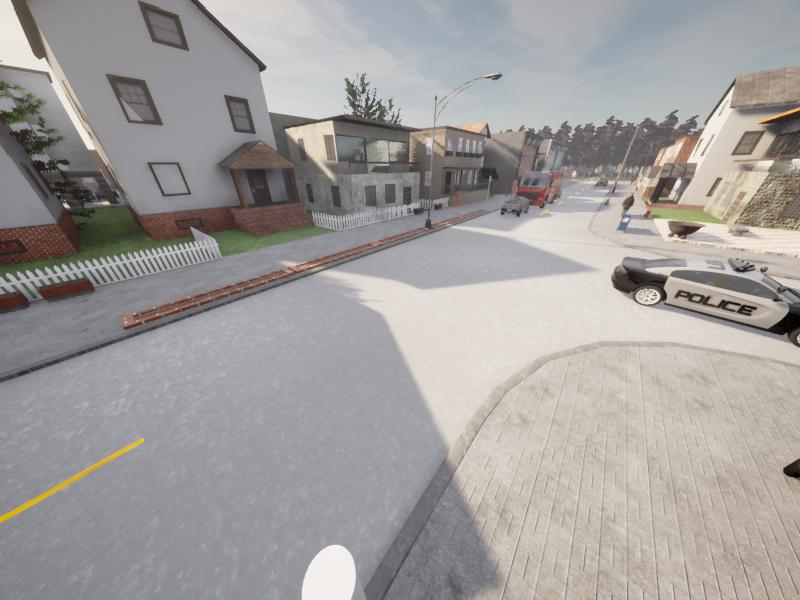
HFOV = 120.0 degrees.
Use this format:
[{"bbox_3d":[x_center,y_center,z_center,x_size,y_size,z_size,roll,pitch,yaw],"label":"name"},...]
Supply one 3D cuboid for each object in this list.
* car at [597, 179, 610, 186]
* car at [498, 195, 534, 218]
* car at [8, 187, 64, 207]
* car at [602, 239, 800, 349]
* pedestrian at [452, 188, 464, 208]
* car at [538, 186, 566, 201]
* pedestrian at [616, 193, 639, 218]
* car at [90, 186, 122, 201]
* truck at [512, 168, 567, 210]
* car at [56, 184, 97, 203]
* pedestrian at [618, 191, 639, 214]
[{"bbox_3d":[50.640,-29.373,57.513,1.994,1.385,4.181,23,37,34],"label":"car"},{"bbox_3d":[11.108,-9.025,22.085,1.789,1.549,3.705,23,37,34],"label":"car"},{"bbox_3d":[-43.673,-12.532,27.911,2.242,1.667,4.611,-23,37,-34],"label":"car"},{"bbox_3d":[9.794,-0.310,6.902,5.238,1.638,1.930,26,39,38],"label":"car"},{"bbox_3d":[6.235,-10.878,24.730,0.751,1.860,0.751,-24,38,-35],"label":"pedestrian"},{"bbox_3d":[21.898,-15.423,33.238,2.163,1.488,4.792,23,37,34],"label":"car"},{"bbox_3d":[19.746,-8.186,20.050,0.751,1.860,0.751,-25,38,-36],"label":"pedestrian"},{"bbox_3d":[-40.001,-14.531,31.503,1.845,1.501,3.633,-23,37,-34],"label":"car"},{"bbox_3d":[16.421,-13.181,27.013,2.891,3.827,8.468,23,37,34],"label":"truck"},{"bbox_3d":[-41.858,-13.887,30.046,1.905,1.878,3.866,-23,37,-34],"label":"car"},{"bbox_3d":[21.362,-9.100,21.633,0.751,1.860,0.751,25,38,36],"label":"pedestrian"}]
